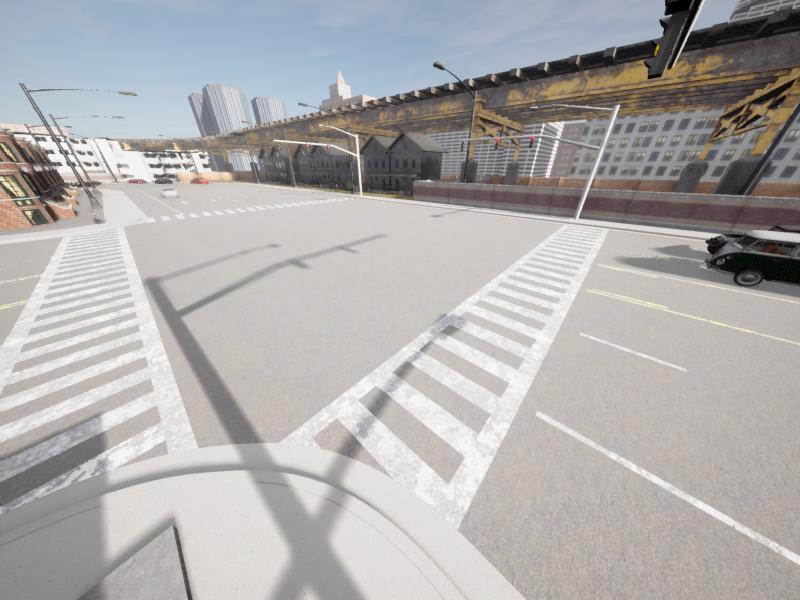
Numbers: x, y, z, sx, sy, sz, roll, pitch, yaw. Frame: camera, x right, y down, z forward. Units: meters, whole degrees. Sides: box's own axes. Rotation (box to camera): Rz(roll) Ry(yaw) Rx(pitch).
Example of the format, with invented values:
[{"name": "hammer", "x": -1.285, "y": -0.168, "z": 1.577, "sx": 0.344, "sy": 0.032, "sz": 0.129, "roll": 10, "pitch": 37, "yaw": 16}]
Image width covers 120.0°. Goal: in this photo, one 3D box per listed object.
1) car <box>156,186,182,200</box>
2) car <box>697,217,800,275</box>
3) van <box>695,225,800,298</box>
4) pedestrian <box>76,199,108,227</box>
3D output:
[{"name": "car", "x": -34.940, "y": -16.194, "z": 34.907, "sx": 4.674, "sy": 1.442, "sz": 1.812, "roll": 24, "pitch": 37, "yaw": 35}, {"name": "car", "x": 17.553, "y": -2.545, "z": 10.819, "sx": 3.866, "sy": 1.878, "sz": 1.905, "roll": 24, "pitch": 38, "yaw": 35}, {"name": "van", "x": 15.097, "y": -1.334, "z": 8.626, "sx": 4.442, "sy": 1.987, "sz": 1.775, "roll": 24, "pitch": 38, "yaw": 35}, {"name": "pedestrian", "x": -23.556, "y": -6.682, "z": 17.668, "sx": 0.751, "sy": 1.860, "sz": 0.751, "roll": 21, "pitch": 36, "yaw": 31}]
